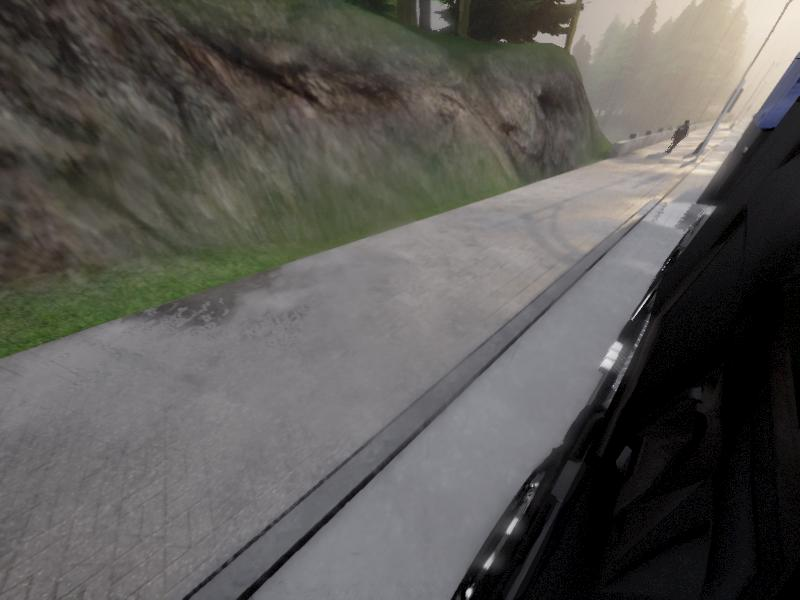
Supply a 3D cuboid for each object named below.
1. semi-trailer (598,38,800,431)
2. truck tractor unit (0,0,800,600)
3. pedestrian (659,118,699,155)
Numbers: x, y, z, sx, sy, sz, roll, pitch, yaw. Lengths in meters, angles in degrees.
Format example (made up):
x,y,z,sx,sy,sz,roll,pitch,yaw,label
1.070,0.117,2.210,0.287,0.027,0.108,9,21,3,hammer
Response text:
x,y,z,sx,sy,sz,roll,pitch,yaw,label
8.693,-3.600,4.246,14.254,4.402,2.717,-28,43,-30,semi-trailer
2.645,-0.295,0.352,6.516,4.208,3.053,-28,44,-30,truck tractor unit
17.919,-10.519,14.890,0.751,1.860,0.751,-20,40,-22,pedestrian
